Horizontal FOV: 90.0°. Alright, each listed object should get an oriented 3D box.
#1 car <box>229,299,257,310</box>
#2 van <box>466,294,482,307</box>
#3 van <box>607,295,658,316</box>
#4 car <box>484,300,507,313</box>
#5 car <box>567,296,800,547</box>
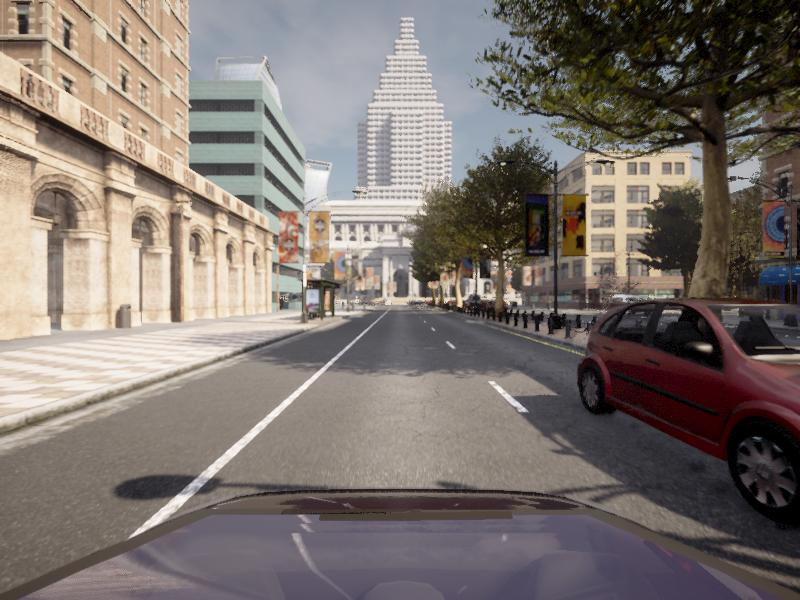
[{"bbox_3d":[-23.380,0.630,59.789,2.128,1.511,4.902,0,0,0],"label":"car"},{"bbox_3d":[15.099,0.183,81.920,1.988,2.561,5.915,0,0,0],"label":"van"},{"bbox_3d":[22.885,0.515,39.446,4.480,2.038,2.069,0,-1,-23],"label":"van"},{"bbox_3d":[11.555,0.783,48.770,1.816,1.474,4.193,0,0,0],"label":"car"},{"bbox_3d":[3.503,0.781,4.199,1.851,1.617,3.988,0,0,0],"label":"car"}]
